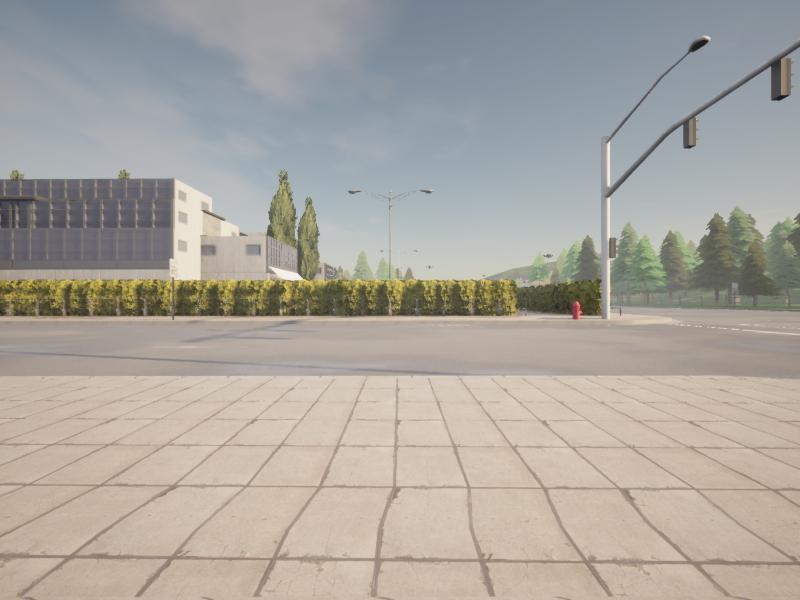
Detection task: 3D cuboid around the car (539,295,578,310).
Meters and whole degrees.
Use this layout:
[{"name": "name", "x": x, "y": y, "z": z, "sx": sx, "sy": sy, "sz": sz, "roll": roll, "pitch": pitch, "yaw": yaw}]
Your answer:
[{"name": "car", "x": 16.383, "y": 0.222, "z": 41.605, "sx": 2.128, "sy": 1.511, "sz": 4.902, "roll": 0, "pitch": 0, "yaw": 1}]
